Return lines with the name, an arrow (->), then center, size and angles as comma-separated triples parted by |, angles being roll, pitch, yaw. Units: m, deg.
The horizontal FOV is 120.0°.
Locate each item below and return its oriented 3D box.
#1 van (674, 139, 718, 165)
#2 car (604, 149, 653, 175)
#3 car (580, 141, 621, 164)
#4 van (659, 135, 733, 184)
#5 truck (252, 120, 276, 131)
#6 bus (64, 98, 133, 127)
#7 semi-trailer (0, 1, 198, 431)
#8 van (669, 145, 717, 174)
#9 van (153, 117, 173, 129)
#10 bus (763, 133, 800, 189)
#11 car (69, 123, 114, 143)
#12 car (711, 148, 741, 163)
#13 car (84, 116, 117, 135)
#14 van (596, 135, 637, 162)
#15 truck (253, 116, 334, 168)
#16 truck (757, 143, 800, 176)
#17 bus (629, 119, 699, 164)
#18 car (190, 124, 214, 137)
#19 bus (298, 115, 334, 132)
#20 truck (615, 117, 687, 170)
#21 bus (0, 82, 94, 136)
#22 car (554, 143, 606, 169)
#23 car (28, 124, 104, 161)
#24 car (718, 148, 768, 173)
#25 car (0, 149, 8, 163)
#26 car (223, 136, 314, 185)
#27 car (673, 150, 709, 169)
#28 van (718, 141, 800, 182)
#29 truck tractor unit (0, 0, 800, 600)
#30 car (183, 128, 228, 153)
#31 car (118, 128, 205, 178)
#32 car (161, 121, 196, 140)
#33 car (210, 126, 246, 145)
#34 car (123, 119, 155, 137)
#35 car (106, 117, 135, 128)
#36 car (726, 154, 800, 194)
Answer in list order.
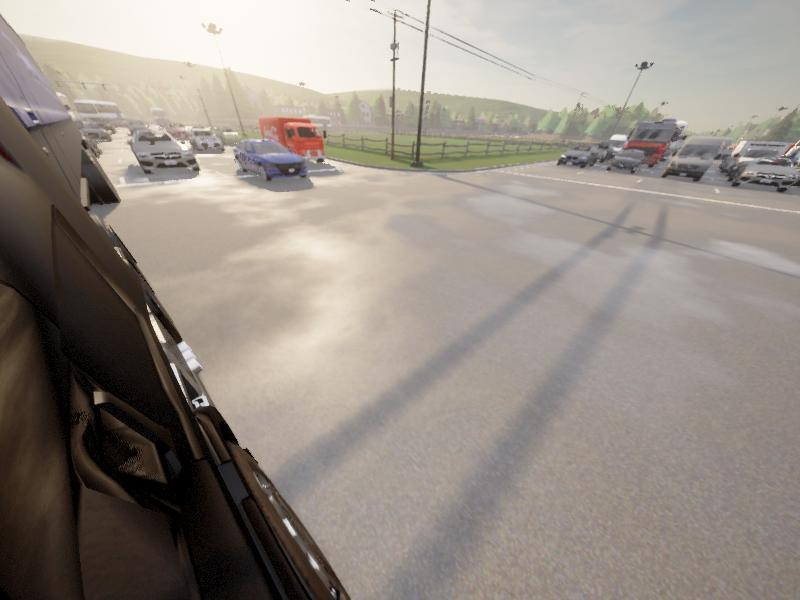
van -> 37.886, -19.048, 29.669 | 6.366, 2.431, 2.351 | -28, 46, -34
car -> 19.017, -11.541, 19.150 | 4.892, 1.490, 1.837 | -28, 46, -34
car -> 21.626, -15.945, 24.907 | 4.605, 1.855, 1.932 | -28, 46, -34
van -> 21.453, -10.373, 16.865 | 5.915, 2.561, 1.988 | -28, 46, -34
truck -> -41.527, -53.472, 70.672 | 5.204, 2.467, 2.627 | -28, 46, -34
bus -> -63.194, -39.524, 49.051 | 3.944, 4.253, 10.273 | -12, 39, -18
semi-trailer -> -8.504, -3.724, 4.417 | 14.254, 4.402, 2.717 | 30, 45, 32
van -> 26.496, -12.831, 20.955 | 4.442, 1.987, 1.775 | -28, 46, -34
van -> -51.948, -38.878, 50.816 | 1.775, 1.987, 4.442 | -17, 41, -24
bus -> 30.971, -10.253, 15.889 | 10.273, 4.253, 3.944 | -28, 46, -34
car -> -29.696, -16.245, 22.399 | 1.994, 1.385, 4.181 | -27, 46, -34
car -> 50.435, -22.527, 35.813 | 5.238, 1.638, 1.930 | -28, 47, -34
car -> -39.377, -23.074, 30.498 | 1.905, 1.878, 3.866 | -27, 46, -34
van -> 27.221, -19.177, 29.049 | 5.915, 2.561, 1.988 | -29, 47, -34
truck -> -7.140, -10.696, 15.505 | 2.627, 2.467, 5.204 | -29, 47, -35
truck -> 38.659, -13.739, 22.582 | 5.204, 2.467, 2.627 | -28, 46, -36
bus -> 34.970, -20.982, 30.545 | 10.273, 4.253, 3.944 | -28, 47, -34
car -> -30.446, -26.038, 35.495 | 1.994, 1.385, 4.181 | -27, 46, -34
bus -> -28.836, -60.734, 79.756 | 10.273, 4.253, 3.944 | -28, 46, -34
truck -> 25.637, -15.966, 23.566 | 8.468, 3.827, 2.891 | -28, 46, -34
bus -> -41.432, -22.456, 27.561 | 3.944, 4.253, 10.273 | -27, 46, -34
car -> 16.219, -12.994, 20.769 | 4.611, 1.667, 2.242 | -28, 46, -35
car -> -19.745, -9.539, 13.892 | 1.789, 1.549, 3.705 | -27, 46, -34
car -> 34.838, -14.353, 23.619 | 3.866, 1.878, 1.905 | -28, 46, -35
car -> -20.349, -6.821, 10.298 | 1.812, 1.442, 4.674 | -28, 46, -34
car -> -6.522, -6.982, 11.333 | 5.008, 1.535, 1.882 | 31, 45, 33
car -> 31.211, -15.117, 24.784 | 4.674, 1.442, 1.812 | -28, 46, -35
van -> 29.545, -11.753, 19.337 | 6.366, 2.431, 2.351 | -28, 46, -34
truck tractor unit -> -2.645, -0.295, 0.351 | 6.516, 4.208, 3.053 | 28, 44, 30
car -> -16.133, -13.223, 19.136 | 1.970, 1.475, 3.806 | -27, 46, -34
car -> -12.154, -7.595, 11.720 | 2.152, 1.651, 5.027 | -29, 47, -35
car -> -27.850, -21.294, 29.042 | 2.242, 1.667, 4.611 | -27, 46, -34
car -> -19.466, -18.605, 26.102 | 2.007, 1.525, 4.514 | -27, 46, -34
car -> -34.763, -22.920, 30.778 | 2.242, 1.667, 4.611 | -27, 46, -34
car -> -58.405, -37.182, 48.383 | 2.242, 1.667, 4.611 | -16, 41, -23
car -> 23.542, -8.252, 14.922 | 5.027, 1.651, 2.152 | -28, 46, -34
